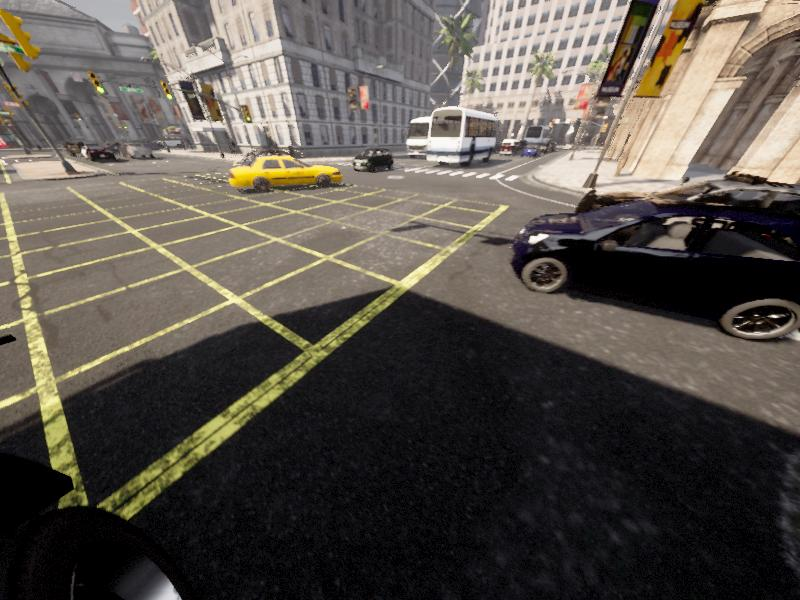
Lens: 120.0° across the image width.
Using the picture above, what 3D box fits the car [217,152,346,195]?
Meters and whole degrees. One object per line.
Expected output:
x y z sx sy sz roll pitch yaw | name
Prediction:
-5.767 -6.652 11.932 5.366 1.575 1.801 -14 37 -19 | car

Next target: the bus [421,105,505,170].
6.475 -15.955 22.911 3.944 4.253 10.273 22 41 27 | bus

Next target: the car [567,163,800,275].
7.510 -2.146 5.588 5.238 1.638 1.930 22 41 28 | car

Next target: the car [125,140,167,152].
-46.127 -28.160 42.082 2.033 1.649 4.856 3 35 3 | car

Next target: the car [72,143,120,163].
-32.661 -15.859 24.832 4.974 1.542 2.038 22 41 28 | car

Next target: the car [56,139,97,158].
-41.858 -19.699 29.911 4.605 1.855 1.932 22 40 27 | car

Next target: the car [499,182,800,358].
3.854 -0.836 3.801 3.633 1.501 1.845 17 38 22 | car

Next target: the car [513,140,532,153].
22.473 -28.100 42.314 1.905 1.878 3.866 22 41 28 | car

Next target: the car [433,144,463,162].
5.786 -17.746 27.740 1.851 1.617 3.988 22 40 27 | car

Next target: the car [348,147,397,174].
-2.068 -11.158 18.374 1.789 1.549 3.705 22 41 27 | car

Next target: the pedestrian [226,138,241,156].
-21.745 -20.056 30.279 0.751 1.860 0.751 16 38 21 | pedestrian

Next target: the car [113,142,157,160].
-32.076 -18.114 27.958 5.027 1.651 2.152 22 41 28 | car

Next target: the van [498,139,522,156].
17.194 -23.813 36.057 2.069 2.038 4.480 22 40 28 | van

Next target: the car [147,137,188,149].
-50.015 -33.839 49.770 2.150 2.045 5.566 22 41 28 | car

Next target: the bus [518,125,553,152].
29.445 -34.866 49.910 3.944 4.253 10.273 22 41 28 | bus

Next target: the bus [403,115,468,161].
4.878 -21.498 30.759 3.944 4.253 10.273 22 41 28 | bus

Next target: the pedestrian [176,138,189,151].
-36.910 -26.434 39.213 0.751 1.860 0.751 23 41 29 | pedestrian

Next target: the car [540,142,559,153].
29.531 -30.259 45.664 2.152 1.651 5.027 22 41 28 | car

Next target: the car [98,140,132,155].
-41.413 -22.140 33.556 4.611 1.667 2.242 27 43 32 | car

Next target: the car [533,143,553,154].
25.066 -26.538 40.432 2.007 1.525 4.514 22 41 28 | car

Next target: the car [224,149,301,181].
-8.894 -9.008 15.279 1.789 1.549 3.705 22 40 27 | car

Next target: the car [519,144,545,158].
19.415 -21.892 33.836 2.163 1.488 4.792 22 41 28 | car

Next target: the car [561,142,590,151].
40.475 -35.347 53.212 5.027 1.651 2.152 -8 36 -12 | car
